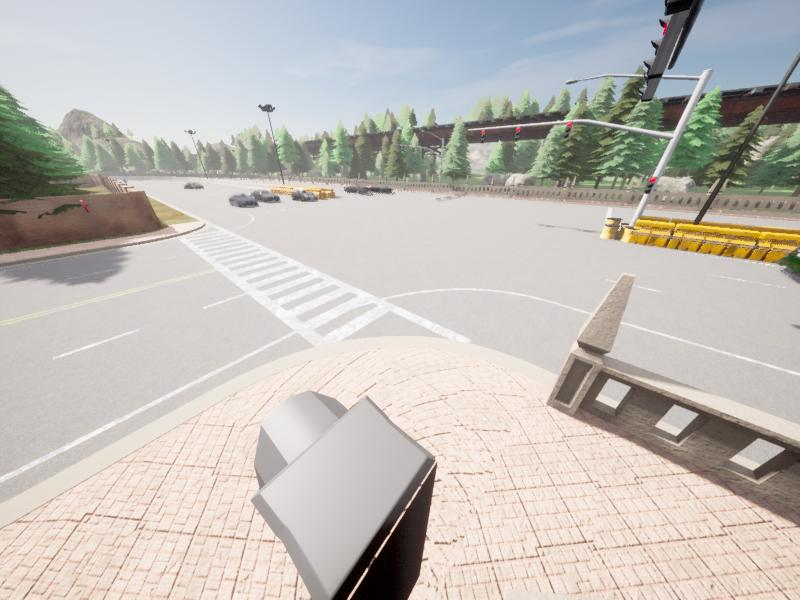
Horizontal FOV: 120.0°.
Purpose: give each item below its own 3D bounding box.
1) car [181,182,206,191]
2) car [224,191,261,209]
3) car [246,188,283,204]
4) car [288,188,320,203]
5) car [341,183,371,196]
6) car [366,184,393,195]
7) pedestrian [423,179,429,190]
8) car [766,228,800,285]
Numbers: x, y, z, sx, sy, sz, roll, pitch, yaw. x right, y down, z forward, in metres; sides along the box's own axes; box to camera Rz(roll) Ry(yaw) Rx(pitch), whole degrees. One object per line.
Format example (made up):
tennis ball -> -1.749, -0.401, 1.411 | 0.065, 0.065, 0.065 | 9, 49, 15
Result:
car -> -40.811, -22.553, 45.700 | 4.181, 1.385, 1.994 | 15, 33, 25
car -> -18.175, -11.551, 26.641 | 4.181, 1.385, 1.994 | 23, 37, 34
car -> -17.896, -13.735, 30.402 | 5.357, 1.411, 2.033 | 23, 37, 34
car -> -12.692, -13.859, 30.534 | 3.806, 1.475, 1.970 | 23, 37, 34
car -> -7.375, -18.504, 38.544 | 4.902, 1.511, 2.128 | 23, 37, 34
car -> -3.540, -19.079, 39.756 | 4.718, 1.301, 1.895 | 23, 37, 34
pedestrian -> 4.882, -21.505, 43.040 | 0.751, 1.860, 0.751 | 14, 33, 23
car -> 17.739, -1.101, 8.116 | 4.553, 1.767, 2.097 | 23, 37, 34
